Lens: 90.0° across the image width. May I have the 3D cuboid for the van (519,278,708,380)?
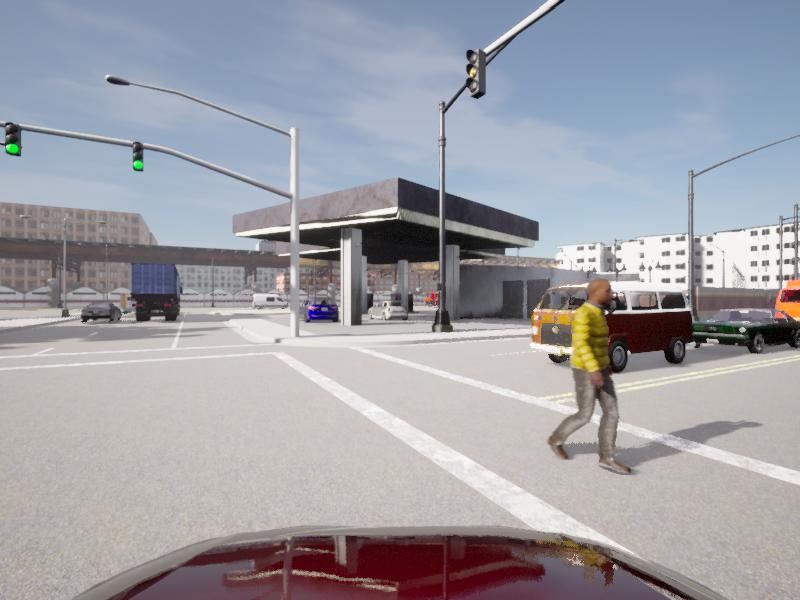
[{"bbox_3d":[5.362,0.571,9.980,4.480,2.038,2.069,0,0,-29],"label":"van"}]

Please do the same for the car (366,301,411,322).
[{"bbox_3d":[-0.973,0.799,30.327,1.970,1.475,3.806,0,0,-27],"label":"car"}]

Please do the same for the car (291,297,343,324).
[{"bbox_3d":[-5.707,0.638,26.983,2.242,1.667,4.611,0,0,-27],"label":"car"}]

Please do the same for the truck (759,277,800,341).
[{"bbox_3d":[17.876,0.357,16.753,5.204,2.467,2.627,0,0,-28],"label":"truck"}]

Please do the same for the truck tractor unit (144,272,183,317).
[{"bbox_3d":[-23.728,-0.516,40.434,3.053,4.208,6.516,0,0,-28],"label":"truck tractor unit"}]

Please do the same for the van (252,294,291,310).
[{"bbox_3d":[-21.411,0.322,66.700,5.915,2.561,1.988,0,0,-27],"label":"van"}]

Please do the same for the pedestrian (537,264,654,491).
[{"bbox_3d":[1.856,0.637,3.814,0.751,1.860,0.751,0,0,-39],"label":"pedestrian"}]

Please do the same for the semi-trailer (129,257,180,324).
[{"bbox_3d":[-20.050,-0.618,33.428,2.717,4.402,14.254,0,0,-28],"label":"semi-trailer"}]

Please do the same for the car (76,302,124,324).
[{"bbox_3d":[-21.963,0.895,29.543,2.033,1.411,5.357,0,0,-28],"label":"car"}]

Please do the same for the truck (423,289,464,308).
[{"bbox_3d":[9.273,-0.321,85.730,8.468,3.827,2.891,0,0,0],"label":"truck"}]

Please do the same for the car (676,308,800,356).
[{"bbox_3d":[11.463,0.944,13.256,4.718,1.301,1.895,0,0,-29],"label":"car"}]
